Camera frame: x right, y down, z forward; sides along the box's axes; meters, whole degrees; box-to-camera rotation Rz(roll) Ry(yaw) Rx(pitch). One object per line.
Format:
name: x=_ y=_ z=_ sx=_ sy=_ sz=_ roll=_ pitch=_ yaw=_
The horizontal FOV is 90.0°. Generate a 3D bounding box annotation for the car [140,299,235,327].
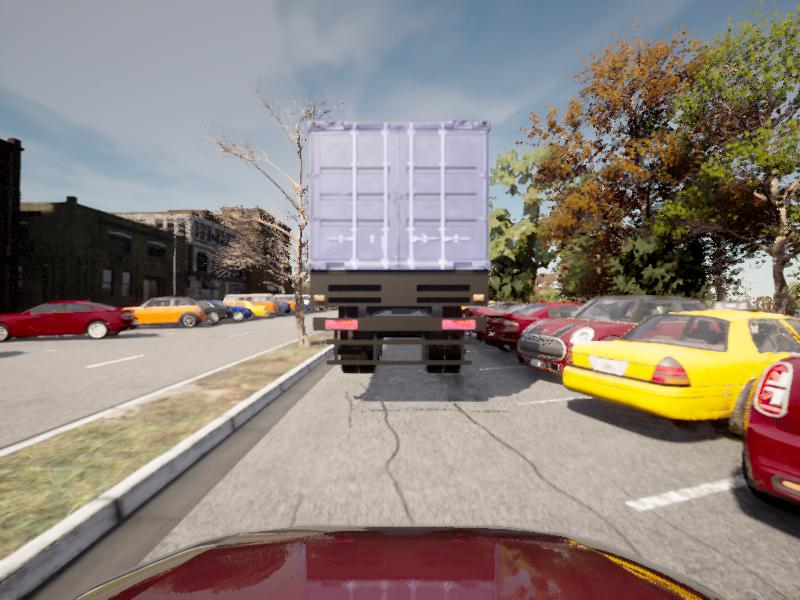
car: x=-13.067 y=0.754 z=24.955 sx=4.892 sy=1.521 sz=2.231 roll=-1 pitch=0 yaw=-18

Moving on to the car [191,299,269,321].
car: x=-12.988 y=0.737 z=30.921 sx=5.366 sy=1.575 sz=1.946 roll=-1 pitch=0 yaw=-17

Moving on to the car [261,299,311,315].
car: x=-12.192 y=0.703 z=43.012 sx=5.008 sy=1.535 sz=2.097 roll=-1 pitch=0 yaw=-17

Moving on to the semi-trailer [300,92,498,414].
semi-trailer: x=0.073 y=-0.658 z=12.615 sx=2.717 sy=4.402 sz=14.254 roll=0 pitch=0 yaw=1

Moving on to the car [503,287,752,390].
car: x=4.809 y=0.676 z=8.625 sx=4.553 sy=1.767 sz=2.185 roll=1 pitch=0 yaw=-19

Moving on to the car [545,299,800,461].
car: x=4.938 y=0.810 z=5.724 sx=5.366 sy=1.575 sz=1.946 roll=1 pitch=0 yaw=-20

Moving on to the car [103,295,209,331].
car: x=-13.169 y=0.635 z=21.937 sx=4.553 sy=1.767 sz=2.185 roll=-1 pitch=0 yaw=-18

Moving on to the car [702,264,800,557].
car: x=4.741 y=0.694 z=2.688 sx=4.553 sy=1.767 sz=2.185 roll=1 pitch=0 yaw=-20

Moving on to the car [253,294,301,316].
car: x=-12.244 y=0.484 z=40.046 sx=4.442 sy=1.987 sz=1.878 roll=-1 pitch=0 yaw=-17

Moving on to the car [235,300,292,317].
car: x=-12.537 y=0.750 z=36.989 sx=4.792 sy=1.488 sz=2.163 roll=-1 pitch=0 yaw=-17

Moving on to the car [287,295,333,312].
car: x=-11.732 y=0.425 z=52.000 sx=5.566 sy=2.045 sz=2.435 roll=-1 pitch=0 yaw=-17

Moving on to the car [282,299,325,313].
car: x=-11.868 y=0.685 z=49.014 sx=5.008 sy=1.535 sz=2.097 roll=-1 pitch=0 yaw=-17

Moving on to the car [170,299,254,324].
car: x=-12.962 y=0.745 z=27.973 sx=5.008 sy=1.535 sz=2.097 roll=-1 pitch=0 yaw=-18

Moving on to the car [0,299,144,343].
car: x=-13.366 y=0.776 z=15.893 sx=5.008 sy=1.535 sz=2.097 roll=-1 pitch=0 yaw=-19

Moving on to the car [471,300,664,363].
car: x=4.799 y=0.791 z=11.581 sx=5.008 sy=1.535 sz=2.097 roll=1 pitch=0 yaw=-19

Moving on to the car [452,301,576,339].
car: x=4.949 y=0.802 z=17.518 sx=4.792 sy=1.488 sz=2.163 roll=1 pitch=0 yaw=-18

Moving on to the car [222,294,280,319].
car: x=-12.557 y=0.501 z=34.030 sx=4.442 sy=1.987 sz=1.878 roll=-1 pitch=0 yaw=-17

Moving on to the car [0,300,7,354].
car: x=-13.484 y=0.792 z=9.857 sx=5.008 sy=1.535 sz=2.097 roll=-1 pitch=0 yaw=-20

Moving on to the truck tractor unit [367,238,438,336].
truck tractor unit: x=0.196 y=-0.588 z=20.532 sx=3.053 sy=4.208 sz=6.516 roll=0 pitch=0 yaw=2

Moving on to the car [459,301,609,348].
car: x=4.824 y=0.811 z=14.527 sx=4.792 sy=1.488 sz=2.163 roll=1 pitch=1 yaw=-19

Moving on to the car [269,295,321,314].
car: x=-12.056 y=0.443 z=46.000 sx=5.566 sy=2.045 sz=2.435 roll=-1 pitch=0 yaw=-17
